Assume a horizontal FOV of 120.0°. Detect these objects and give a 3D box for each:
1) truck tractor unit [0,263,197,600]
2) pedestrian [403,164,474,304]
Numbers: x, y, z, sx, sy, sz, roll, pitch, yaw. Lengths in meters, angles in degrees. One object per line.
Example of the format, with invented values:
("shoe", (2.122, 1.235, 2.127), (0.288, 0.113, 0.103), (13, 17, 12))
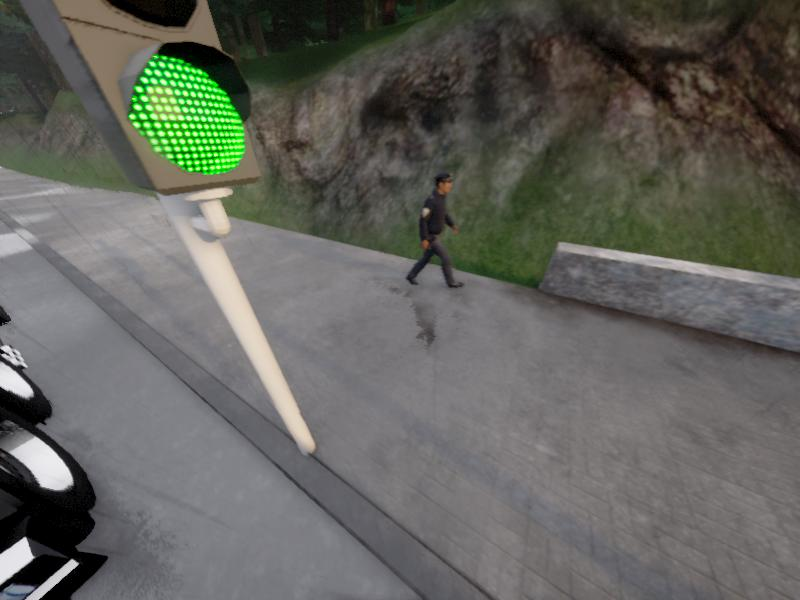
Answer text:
("truck tractor unit", (-5.113, -0.297, 0.782), (6.516, 4.208, 3.053), (18, 39, 24))
("pedestrian", (0.540, -0.986, 3.567), (0.751, 1.860, 0.751), (14, 37, 19))
